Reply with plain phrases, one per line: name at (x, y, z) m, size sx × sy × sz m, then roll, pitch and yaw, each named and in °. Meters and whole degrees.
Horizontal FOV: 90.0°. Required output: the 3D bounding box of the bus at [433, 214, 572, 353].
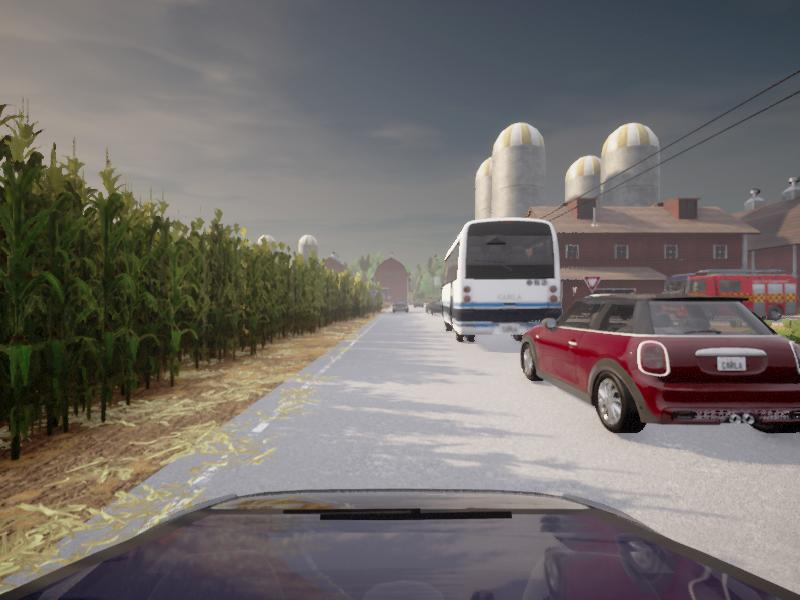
bus at (3.584, -0.531, 17.490) m, size 3.944 × 4.253 × 10.273 m, roll 0°, pitch 0°, yaw 3°

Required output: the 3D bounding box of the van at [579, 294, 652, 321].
van at (16.350, 0.545, 30.562) m, size 4.480 × 2.038 × 2.069 m, roll 0°, pitch 0°, yaw 0°

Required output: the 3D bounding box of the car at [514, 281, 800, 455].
car at (3.506, 0.694, 6.351) m, size 2.097 × 1.767 × 4.553 m, roll 0°, pitch 0°, yaw 0°

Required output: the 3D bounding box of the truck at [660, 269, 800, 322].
truck at (25.087, -0.350, 30.686) m, size 8.468 × 3.827 × 2.891 m, roll 0°, pitch 0°, yaw -1°

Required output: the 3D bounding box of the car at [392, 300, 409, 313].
car at (0.038, 0.828, 50.926) m, size 2.038 × 1.542 × 4.974 m, roll 0°, pitch 0°, yaw -1°

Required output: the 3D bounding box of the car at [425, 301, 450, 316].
car at (3.885, 0.846, 41.959) m, size 1.837 × 1.490 × 4.892 m, roll 0°, pitch 0°, yaw -4°
